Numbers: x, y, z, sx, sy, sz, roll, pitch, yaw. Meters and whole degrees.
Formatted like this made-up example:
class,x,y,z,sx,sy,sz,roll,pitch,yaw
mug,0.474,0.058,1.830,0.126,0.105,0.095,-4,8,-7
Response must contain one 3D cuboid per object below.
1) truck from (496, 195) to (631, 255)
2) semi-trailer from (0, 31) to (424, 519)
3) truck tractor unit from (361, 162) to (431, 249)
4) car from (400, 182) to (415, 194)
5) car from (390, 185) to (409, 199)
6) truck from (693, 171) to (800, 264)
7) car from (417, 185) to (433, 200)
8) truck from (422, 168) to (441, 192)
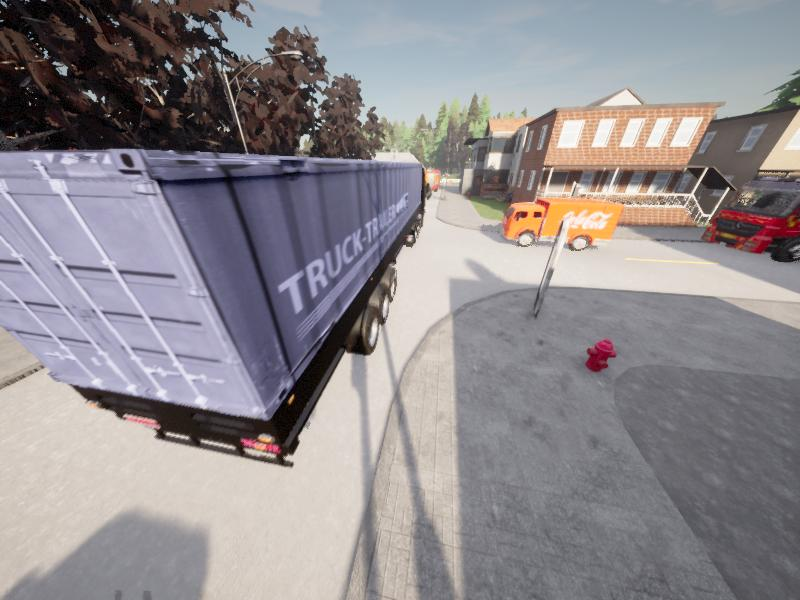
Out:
class,x,y,z,sx,sy,sz,roll,pitch,yaw
truck,8.641,-4.370,13.122,5.204,2.467,2.627,6,31,9
semi-trailer,-1.229,-2.664,8.203,2.717,4.402,14.254,5,30,9
truck tractor unit,0.142,-6.477,15.000,3.053,4.208,6.516,5,31,9
car,1.399,-20.204,41.419,1.801,1.575,5.366,5,30,9
car,-0.005,-16.512,35.211,2.033,1.411,5.357,5,30,8
truck,21.286,-3.860,10.865,8.468,3.827,2.891,5,30,9
car,3.642,-15.614,33.442,1.851,1.617,3.988,6,30,10
truck,6.373,-23.859,45.506,2.891,3.827,8.468,5,30,9
